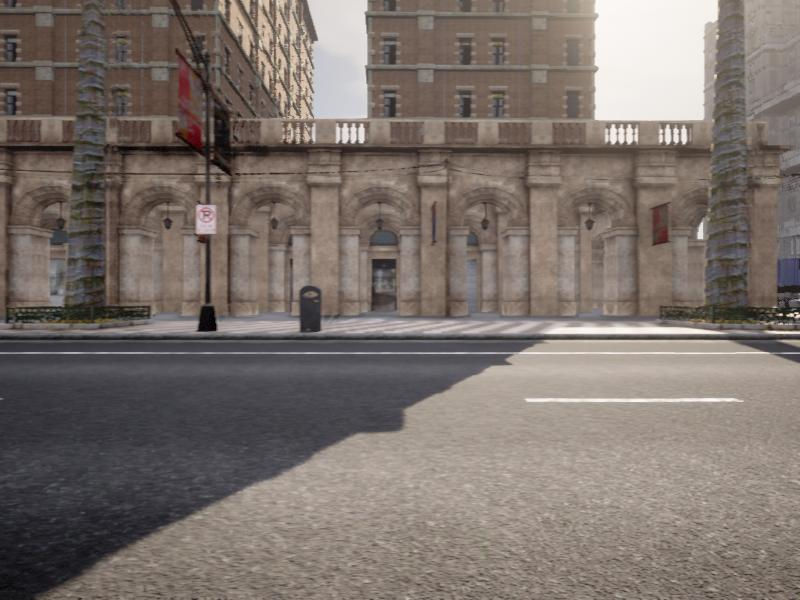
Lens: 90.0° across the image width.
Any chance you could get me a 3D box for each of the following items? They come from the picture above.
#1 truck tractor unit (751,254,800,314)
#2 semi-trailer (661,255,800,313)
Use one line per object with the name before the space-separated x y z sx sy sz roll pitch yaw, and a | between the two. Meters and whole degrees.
truck tractor unit | 29.875 -1.117 29.175 3.053 4.208 6.516 0 0 3
semi-trailer | 30.079 -1.210 37.082 2.717 4.402 14.254 0 0 1
